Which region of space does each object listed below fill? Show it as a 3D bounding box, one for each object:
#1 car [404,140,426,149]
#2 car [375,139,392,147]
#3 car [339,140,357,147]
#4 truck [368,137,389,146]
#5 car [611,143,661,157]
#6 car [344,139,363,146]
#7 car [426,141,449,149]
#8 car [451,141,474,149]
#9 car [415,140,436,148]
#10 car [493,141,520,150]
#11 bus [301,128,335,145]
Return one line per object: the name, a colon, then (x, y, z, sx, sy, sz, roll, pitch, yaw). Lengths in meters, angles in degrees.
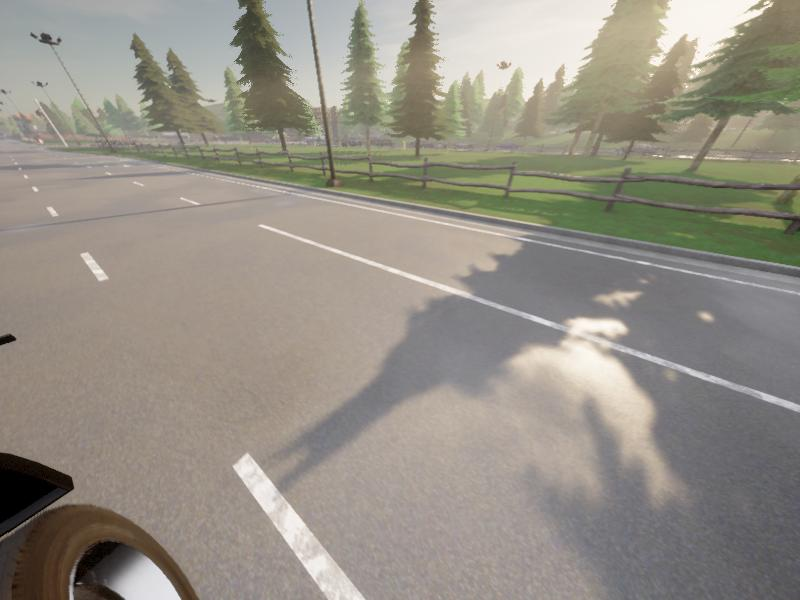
car: (3.494, -36.622, 54.423, 4.856, 1.649, 2.033, 22, 41, 28)
car: (-4.638, -44.988, 66.009, 4.605, 1.855, 1.932, 22, 41, 28)
car: (-14.596, -43.964, 64.834, 4.514, 1.525, 2.007, 22, 41, 28)
truck: (-6.607, -48.357, 70.568, 6.274, 2.098, 2.390, 22, 41, 28)
car: (36.257, -23.174, 35.669, 5.027, 1.651, 2.152, 22, 41, 28)
car: (-13.629, -46.111, 67.726, 5.238, 1.638, 1.930, 22, 41, 28)
car: (8.901, -36.846, 54.844, 4.974, 1.542, 2.038, 22, 41, 28)
car: (15.648, -39.018, 57.974, 4.974, 1.542, 2.038, 22, 41, 28)
car: (6.541, -40.306, 59.675, 5.238, 1.638, 1.930, 22, 41, 28)
car: (24.401, -35.406, 52.977, 5.008, 1.535, 1.882, 22, 41, 28)
bus: (-26.342, -52.310, 74.134, 10.273, 4.253, 3.944, 22, 41, 28)
